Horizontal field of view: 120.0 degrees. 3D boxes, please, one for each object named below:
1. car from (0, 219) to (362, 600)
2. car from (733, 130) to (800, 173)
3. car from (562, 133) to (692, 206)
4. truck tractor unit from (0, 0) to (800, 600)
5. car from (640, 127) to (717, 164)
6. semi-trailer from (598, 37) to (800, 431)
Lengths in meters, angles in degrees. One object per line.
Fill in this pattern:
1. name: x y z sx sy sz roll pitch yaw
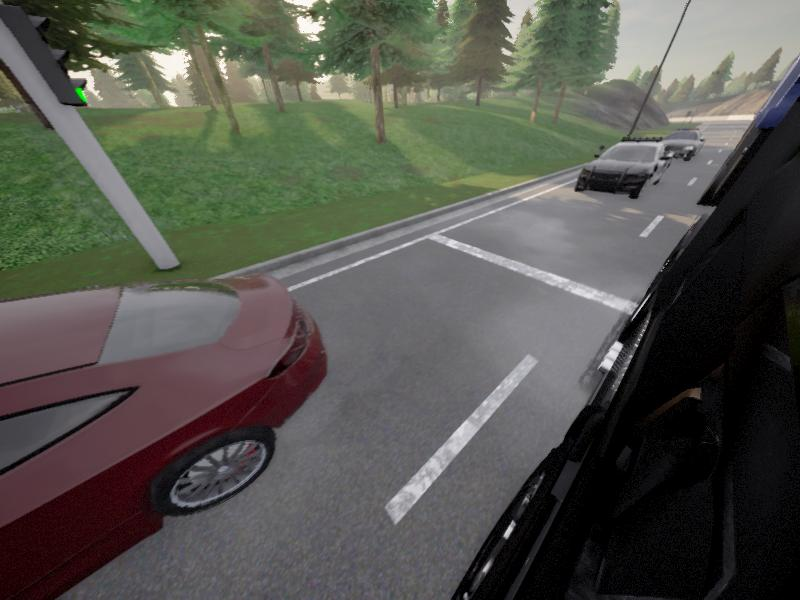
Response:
1. car: -2.783 1.018 1.290 4.674 1.442 1.812 -28 43 -30
2. car: 18.269 -7.171 11.013 4.181 1.385 1.994 -25 42 -27
3. car: 8.443 -5.016 8.531 5.238 1.638 1.930 -28 43 -30
4. truck tractor unit: 2.645 -0.295 0.351 6.516 4.208 3.053 -28 44 -30
5. car: 17.225 -9.618 14.263 4.974 1.542 2.038 -28 43 -30
6. semi-trailer: 8.704 -3.589 4.238 14.254 4.402 2.717 -28 43 -30
